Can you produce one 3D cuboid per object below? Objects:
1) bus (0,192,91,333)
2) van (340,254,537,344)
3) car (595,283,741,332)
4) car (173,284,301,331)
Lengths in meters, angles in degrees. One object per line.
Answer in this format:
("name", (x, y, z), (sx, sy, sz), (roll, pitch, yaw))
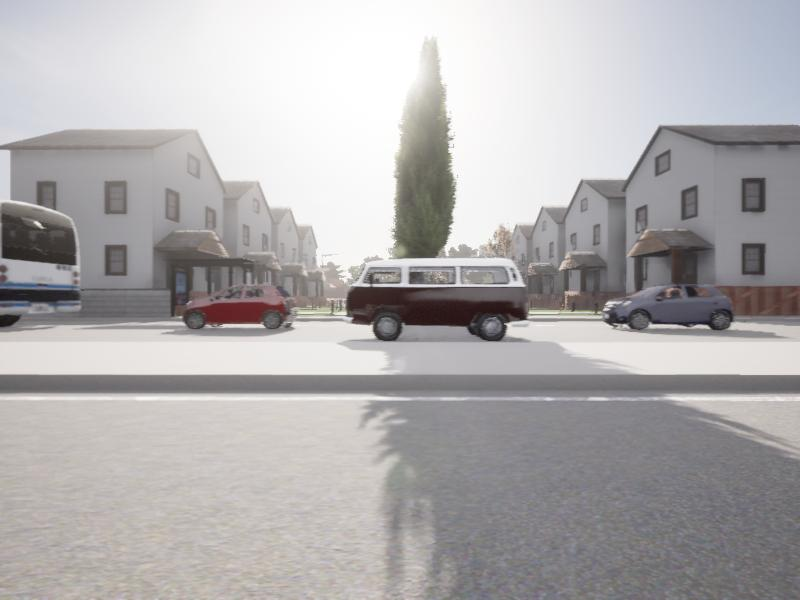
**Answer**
("bus", (-17.141, -1.126, 13.672), (10.273, 4.253, 3.944), (0, 0, 2))
("van", (0.885, -0.025, 10.188), (4.480, 2.038, 2.069), (0, 0, 1))
("car", (8.783, 0.224, 13.395), (3.633, 1.501, 1.845), (0, 0, 3))
("car", (-5.456, 0.231, 13.743), (3.633, 1.501, 1.845), (0, 0, 1))
